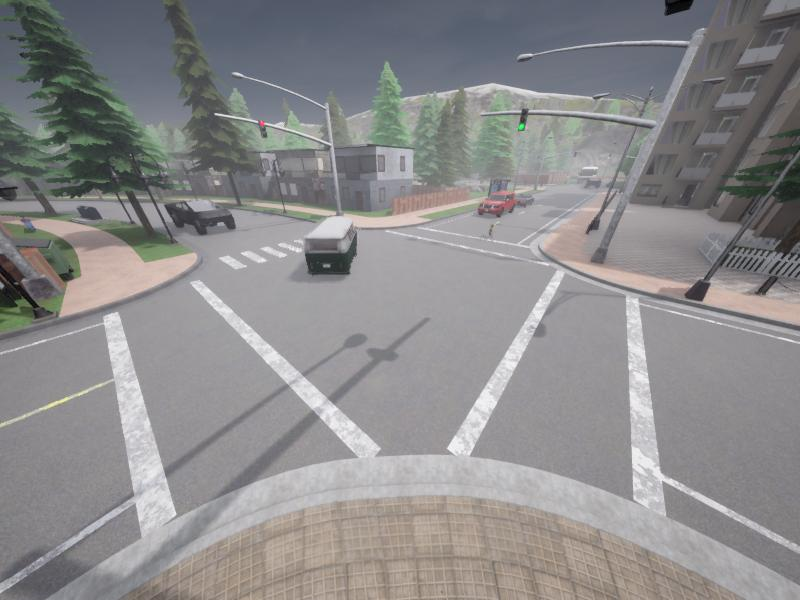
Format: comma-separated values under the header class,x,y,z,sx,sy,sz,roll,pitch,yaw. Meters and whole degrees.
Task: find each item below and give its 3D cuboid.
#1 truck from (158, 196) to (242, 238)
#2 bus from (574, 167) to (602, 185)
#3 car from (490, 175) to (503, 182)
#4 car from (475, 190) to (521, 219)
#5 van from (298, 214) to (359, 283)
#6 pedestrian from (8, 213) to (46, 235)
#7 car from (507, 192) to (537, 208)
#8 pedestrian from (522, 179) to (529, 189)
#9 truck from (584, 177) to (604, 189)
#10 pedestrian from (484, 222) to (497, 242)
class,x,y,z,sx,sy,sz,roll,pitch,yaw
truck,-15.490,-6.599,17.860,6.274,2.098,2.390,18,34,28
bus,53.958,-35.694,66.140,3.944,4.253,10.273,24,38,35
car,29.590,-37.325,71.038,1.932,1.855,4.605,23,37,34
car,10.071,-9.866,23.608,2.150,2.045,5.566,24,38,35
van,-3.176,-2.732,11.303,1.775,1.987,4.442,-1,30,-3
pedestrian,-25.824,-5.278,16.017,0.751,1.300,0.751,9,31,15
car,15.349,-12.575,28.979,1.994,1.385,4.181,24,38,35
pedestrian,26.815,-24.779,49.272,0.751,1.860,0.751,20,36,31
truck,44.316,-26.713,52.742,2.390,2.098,6.274,24,38,35
pedestrian,5.916,-4.450,15.123,0.500,1.100,0.500,19,35,30
